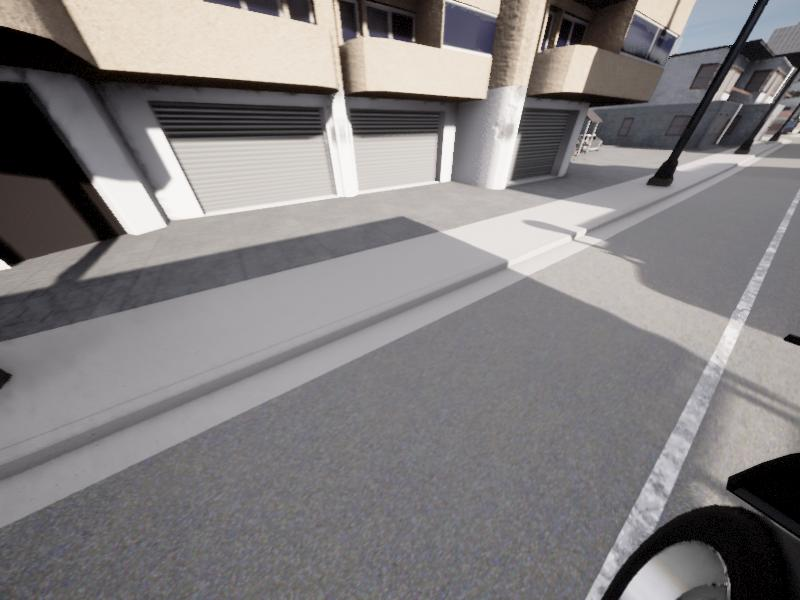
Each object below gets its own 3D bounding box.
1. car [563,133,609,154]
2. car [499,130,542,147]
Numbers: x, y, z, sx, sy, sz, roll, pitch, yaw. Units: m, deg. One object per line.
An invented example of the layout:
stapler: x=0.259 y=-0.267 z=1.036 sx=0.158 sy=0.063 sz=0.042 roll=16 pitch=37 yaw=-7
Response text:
car: x=18.910 y=-15.976 z=23.518 sx=3.806 sy=1.475 sz=1.970 roll=-23 pitch=41 yaw=-25
car: x=15.304 y=-20.500 z=29.296 sx=5.027 sy=1.636 sz=2.152 roll=-22 pitch=40 yaw=-26
